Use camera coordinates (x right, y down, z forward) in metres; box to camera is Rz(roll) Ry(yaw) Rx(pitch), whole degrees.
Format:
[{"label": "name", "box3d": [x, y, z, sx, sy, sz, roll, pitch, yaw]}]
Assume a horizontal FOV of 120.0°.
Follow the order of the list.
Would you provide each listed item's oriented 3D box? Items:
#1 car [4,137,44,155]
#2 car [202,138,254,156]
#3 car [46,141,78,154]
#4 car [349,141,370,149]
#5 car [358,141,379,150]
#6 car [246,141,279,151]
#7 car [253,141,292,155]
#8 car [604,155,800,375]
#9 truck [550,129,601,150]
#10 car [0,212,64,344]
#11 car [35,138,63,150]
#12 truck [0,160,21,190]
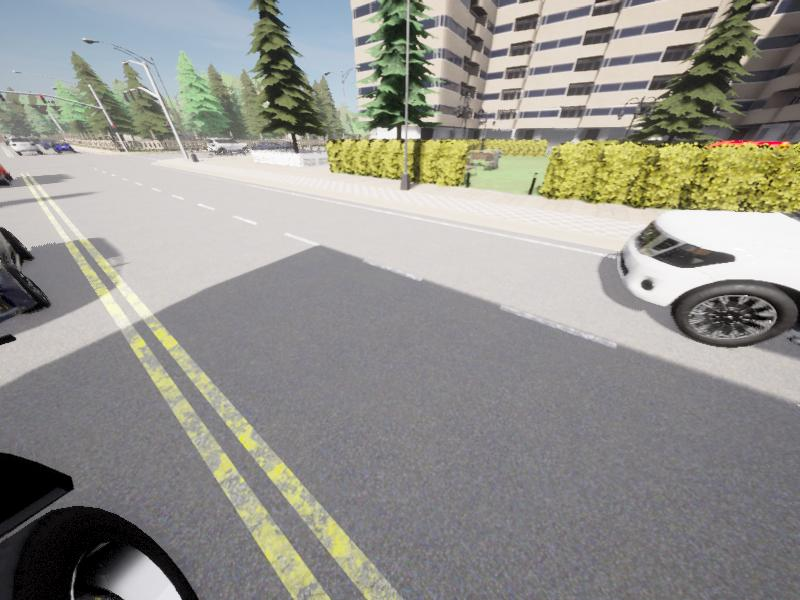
[{"label": "car", "box3d": [-53.772, -22.058, 33.027, 5.566, 2.045, 2.150, 22, 41, 28]}, {"label": "car", "box3d": [-25.856, -23.272, 34.970, 2.150, 2.045, 5.566, 22, 41, 28]}, {"label": "car", "box3d": [-53.018, -23.997, 36.241, 4.514, 1.525, 2.007, 22, 41, 28]}, {"label": "car", "box3d": [-9.417, -36.465, 54.297, 1.837, 1.490, 4.892, 22, 40, 28]}, {"label": "car", "box3d": [-7.053, -34.866, 52.092, 1.812, 1.442, 4.674, 22, 40, 28]}, {"label": "car", "box3d": [-26.471, -29.650, 44.507, 2.163, 1.488, 4.792, 21, 40, 27]}, {"label": "car", "box3d": [-20.143, -24.264, 36.784, 2.033, 1.649, 4.856, 22, 41, 28]}, {"label": "car", "box3d": [6.076, -0.147, 2.387, 5.566, 2.045, 2.150, 22, 41, 28]}, {"label": "truck", "box3d": [40.565, -37.328, 53.777, 8.468, 3.827, 2.891, 22, 41, 28]}, {"label": "car", "box3d": [-7.502, -0.598, 3.248, 4.611, 1.667, 2.242, 22, 41, 27]}, {"label": "car", "box3d": [-67.429, -29.973, 44.385, 4.553, 1.767, 2.097, 22, 41, 28]}, {"label": "truck", "box3d": [-22.607, -7.072, 11.644, 5.204, 2.467, 2.627, 22, 40, 28]}]
